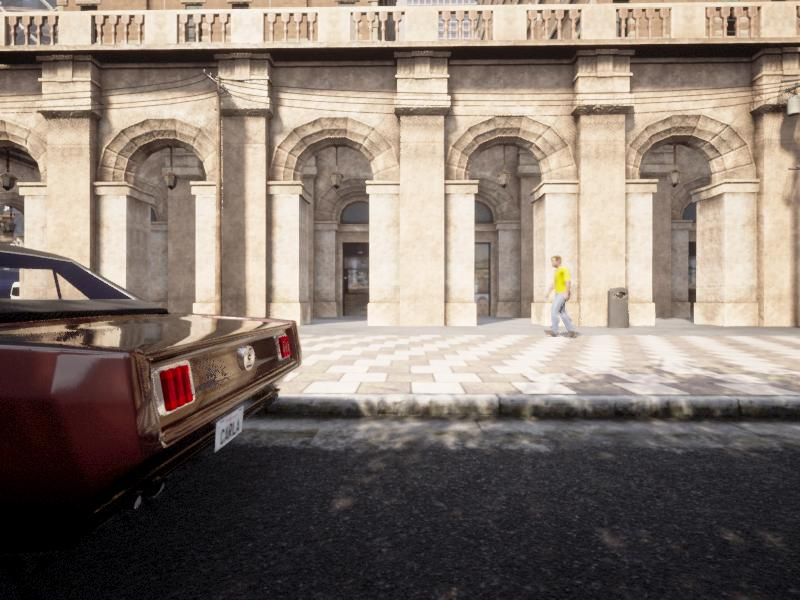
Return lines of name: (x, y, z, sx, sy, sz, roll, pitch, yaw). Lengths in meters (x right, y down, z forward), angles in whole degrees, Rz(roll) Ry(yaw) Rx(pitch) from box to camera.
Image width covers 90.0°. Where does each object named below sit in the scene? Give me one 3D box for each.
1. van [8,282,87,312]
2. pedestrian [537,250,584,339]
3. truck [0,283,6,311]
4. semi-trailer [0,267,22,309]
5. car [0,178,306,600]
van: (-32.401, -0.278, 37.096, 1.988, 2.561, 5.915, 0, 0, 1)
pedestrian: (3.473, -0.115, 8.708, 0.751, 1.860, 0.751, 0, 0, 2)
truck: (-36.013, -0.243, 32.580, 2.627, 2.467, 5.204, 0, 0, 1)
semi-trailer: (-42.955, -1.218, 36.787, 2.717, 4.402, 14.254, 0, 0, 1)
car: (-3.058, 0.338, 2.008, 4.718, 1.301, 1.895, 0, 0, 1)
